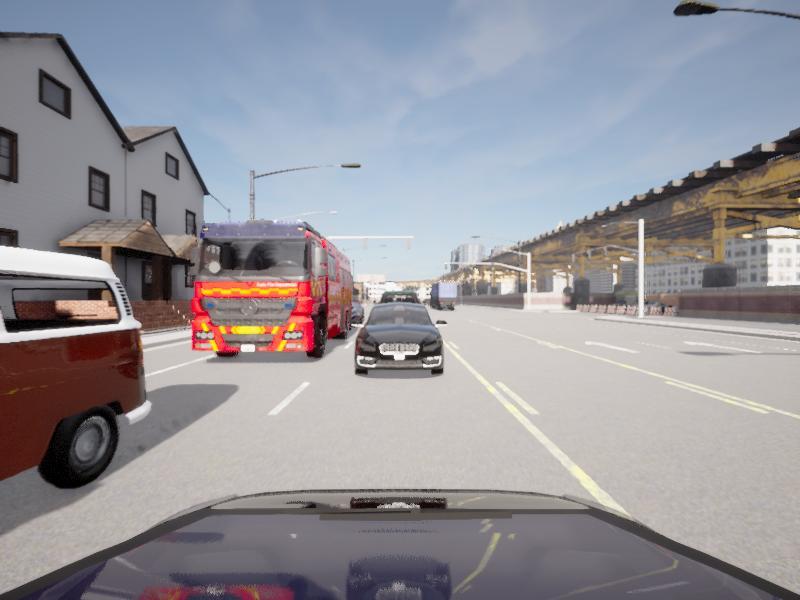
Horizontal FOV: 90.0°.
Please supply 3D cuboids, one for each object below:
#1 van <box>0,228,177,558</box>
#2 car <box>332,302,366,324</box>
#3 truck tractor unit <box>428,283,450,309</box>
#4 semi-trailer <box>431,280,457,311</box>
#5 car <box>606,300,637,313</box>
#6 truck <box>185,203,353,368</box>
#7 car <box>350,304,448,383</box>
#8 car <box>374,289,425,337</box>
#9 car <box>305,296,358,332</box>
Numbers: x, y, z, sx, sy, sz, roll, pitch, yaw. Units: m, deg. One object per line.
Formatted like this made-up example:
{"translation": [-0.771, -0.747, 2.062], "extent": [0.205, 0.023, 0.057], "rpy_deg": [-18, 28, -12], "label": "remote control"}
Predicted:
{"translation": [-3.504, 0.571, 2.187], "extent": [2.069, 2.038, 4.480], "rpy_deg": [0, 0, 0], "label": "van"}
{"translation": [-3.561, 0.866, 28.951], "extent": [2.033, 1.411, 5.357], "rpy_deg": [0, 0, -3], "label": "car"}
{"translation": [7.066, -0.662, 72.700], "extent": [3.053, 4.208, 6.516], "rpy_deg": [5, -2, 0], "label": "truck tractor unit"}
{"translation": [6.950, -0.727, 64.734], "extent": [2.717, 4.402, 14.254], "rpy_deg": [0, 1, 0], "label": "semi-trailer"}
{"translation": [26.380, 0.745, 47.498], "extent": [2.038, 1.542, 4.974], "rpy_deg": [0, 0, 43], "label": "car"}
{"translation": [-3.521, -0.335, 13.475], "extent": [2.891, 3.827, 8.468], "rpy_deg": [0, 0, 0], "label": "truck"}
{"translation": [-0.014, 0.835, 9.932], "extent": [1.837, 1.490, 4.892], "rpy_deg": [0, -1, 0], "label": "car"}
{"translation": [-0.024, 0.546, 19.752], "extent": [2.150, 2.045, 5.566], "rpy_deg": [0, 0, 0], "label": "car"}
{"translation": [-3.525, 0.671, 21.622], "extent": [2.097, 1.767, 4.553], "rpy_deg": [0, 0, 0], "label": "car"}
